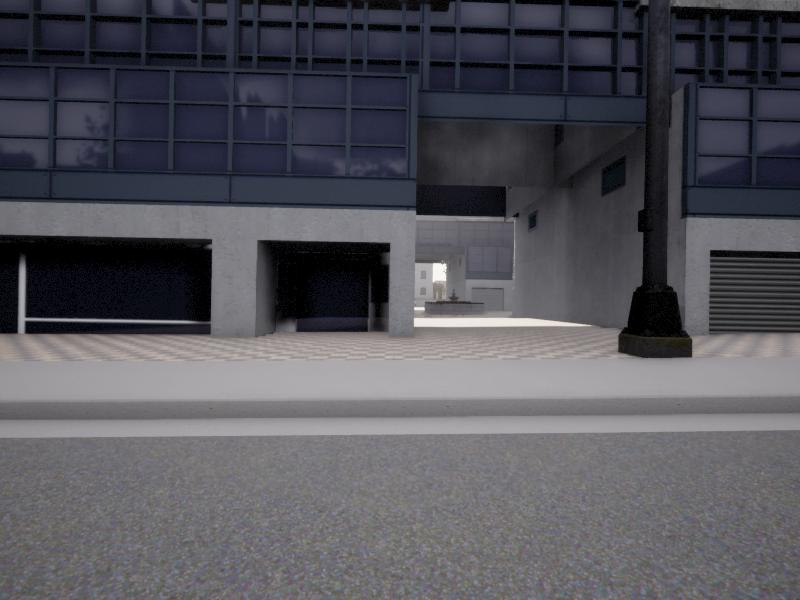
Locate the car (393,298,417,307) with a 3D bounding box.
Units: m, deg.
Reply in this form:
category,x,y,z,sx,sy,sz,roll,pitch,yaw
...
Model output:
category,x,y,z,sx,sy,sz,roll,pitch,yaw
car,0.963,0.518,74.589,4.514,1.525,2.007,1,0,4
